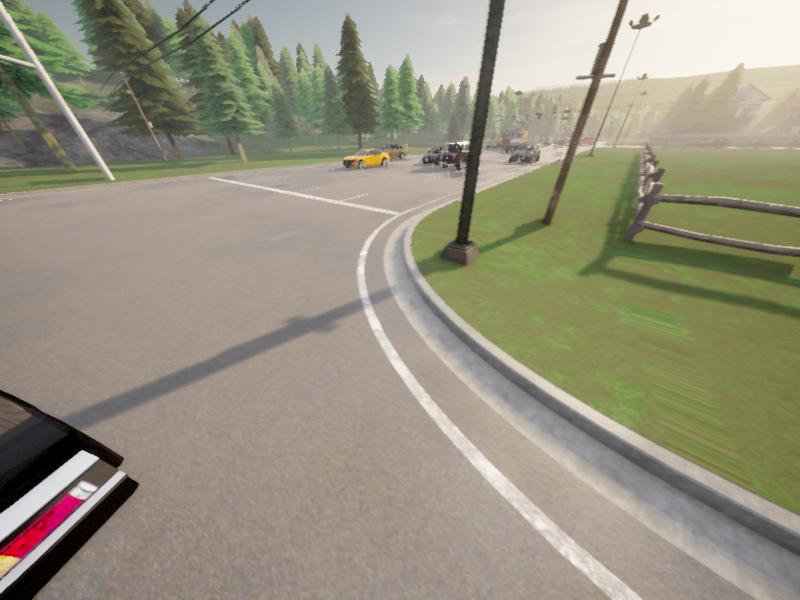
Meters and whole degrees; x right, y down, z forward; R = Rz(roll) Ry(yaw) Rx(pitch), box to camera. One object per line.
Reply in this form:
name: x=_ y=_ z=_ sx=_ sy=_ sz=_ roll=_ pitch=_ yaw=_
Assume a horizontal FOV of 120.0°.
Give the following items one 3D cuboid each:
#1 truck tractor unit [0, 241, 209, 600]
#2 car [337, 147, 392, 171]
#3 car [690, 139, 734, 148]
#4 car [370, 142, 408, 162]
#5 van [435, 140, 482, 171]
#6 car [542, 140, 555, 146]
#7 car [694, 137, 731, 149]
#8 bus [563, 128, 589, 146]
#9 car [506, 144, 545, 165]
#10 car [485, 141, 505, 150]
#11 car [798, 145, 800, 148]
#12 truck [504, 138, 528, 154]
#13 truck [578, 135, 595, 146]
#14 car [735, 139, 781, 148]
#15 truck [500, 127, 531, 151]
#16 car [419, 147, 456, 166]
truck tractor unit: x=-5.306 y=-0.027 z=0.400 sx=6.516 sy=4.208 sz=3.053 roll=9 pitch=36 yaw=12
car: x=-3.077 y=-13.115 z=21.375 sx=1.882 sy=1.535 sz=5.008 roll=24 pitch=42 yaw=30
car: x=67.447 y=-33.932 z=50.041 sx=5.238 sy=1.638 sz=1.930 roll=24 pitch=42 yaw=30
car: x=-1.218 y=-17.903 z=27.879 sx=1.932 sy=1.855 sz=4.605 roll=24 pitch=42 yaw=31
van: x=5.280 y=-12.996 z=20.655 sx=2.069 sy=2.038 sz=4.480 roll=24 pitch=42 yaw=31
car: x=47.920 y=-50.797 z=74.605 sx=2.152 sy=1.651 sz=5.027 roll=24 pitch=42 yaw=31
car: x=64.854 y=-32.621 z=48.006 sx=3.866 sy=1.878 sz=1.905 roll=24 pitch=42 yaw=30
bus: x=53.819 y=-49.732 z=70.465 sx=3.944 sy=4.253 sz=10.273 roll=24 pitch=42 yaw=31
car: x=13.298 y=-15.512 z=24.461 sx=2.242 sy=1.667 sz=4.611 roll=24 pitch=42 yaw=31
car: x=21.050 y=-34.260 z=51.136 sx=2.152 sy=1.651 sz=5.027 roll=24 pitch=42 yaw=31
car: x=81.947 y=-30.095 z=44.471 sx=5.008 sy=1.535 sz=1.882 roll=24 pitch=42 yaw=30
truck: x=19.983 y=-26.540 z=39.724 sx=2.390 sy=2.098 sz=6.274 roll=18 pitch=39 yaw=25
truck: x=53.394 y=-45.531 z=66.038 sx=2.627 sy=2.467 sz=5.204 roll=24 pitch=42 yaw=31
car: x=75.290 y=-32.979 z=48.721 sx=4.792 sy=1.488 sz=2.163 roll=24 pitch=42 yaw=30
truck: x=25.058 y=-34.882 z=50.045 sx=2.891 sy=3.827 sz=8.468 roll=24 pitch=42 yaw=31
car: x=3.987 y=-15.064 z=24.117 sx=1.816 sy=1.474 sz=4.193 roll=24 pitch=42 yaw=31
